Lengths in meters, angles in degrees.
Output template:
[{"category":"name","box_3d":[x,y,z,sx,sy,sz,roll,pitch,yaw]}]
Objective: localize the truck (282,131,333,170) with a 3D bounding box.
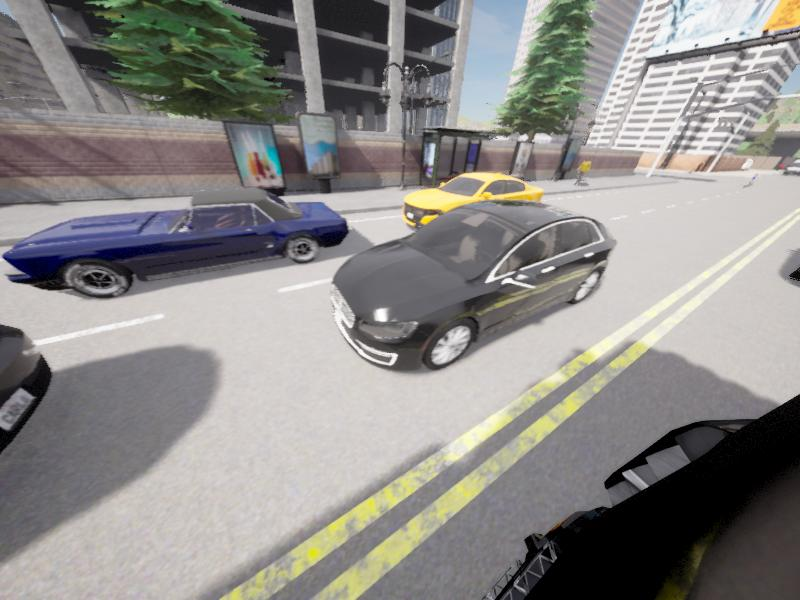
[{"category":"truck","box_3d":[-7.999,-12.833,19.817,2.615,2.467,5.204,-16,38,-26]}]

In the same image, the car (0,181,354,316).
[{"category":"car","box_3d":[-3.534,-1.384,4.503,4.718,1.301,1.895,-16,38,-26]}]

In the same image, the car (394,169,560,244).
[{"category":"car","box_3d":[2.471,-3.233,7.431,5.008,1.535,1.882,-16,38,-26]}]

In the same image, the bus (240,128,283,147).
[{"category":"bus","box_3d":[-42.334,-49.845,70.977,10.273,4.253,3.944,-16,38,-26]}]

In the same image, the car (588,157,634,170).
[{"category":"car","box_3d":[35.511,-23.144,39.116,1.801,1.575,5.366,-16,38,-25]}]

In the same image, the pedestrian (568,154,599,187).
[{"category":"pedestrian","box_3d":[12.360,-8.711,15.609,0.751,1.860,0.751,-14,37,-23]}]

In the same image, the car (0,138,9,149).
[{"category":"car","box_3d":[-43.699,-16.242,23.614,1.994,1.385,4.181,-16,38,-26]}]

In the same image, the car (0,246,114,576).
[{"category":"car","box_3d":[-4.821,1.173,0.452,4.892,1.490,1.837,-16,38,-26]}]

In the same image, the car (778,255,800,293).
[{"category":"car","box_3d":[10.633,-1.136,4.787,5.238,1.638,1.930,-16,38,-26]}]

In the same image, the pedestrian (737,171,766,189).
[{"category":"pedestrian","box_3d":[31.277,-10.676,20.575,0.751,1.300,0.751,-13,37,-21]}]

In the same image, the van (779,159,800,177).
[{"category":"van","box_3d":[72.624,-24.110,42.170,5.915,2.561,1.988,-16,38,-26]}]

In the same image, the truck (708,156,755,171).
[{"category":"truck","box_3d":[73.463,-30.341,51.306,2.615,2.467,5.204,-16,38,-26]}]

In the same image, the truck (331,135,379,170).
[{"category":"truck","box_3d":[-4.270,-13.924,21.685,2.615,2.467,5.204,-16,38,-26]}]

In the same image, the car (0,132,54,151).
[{"category":"car","box_3d":[-40.809,-17.346,25.279,1.789,1.549,3.705,-17,39,-26]}]

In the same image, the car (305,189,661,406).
[{"category":"car","box_3d":[1.418,-0.648,3.571,4.892,1.490,1.837,-16,38,-26]}]
